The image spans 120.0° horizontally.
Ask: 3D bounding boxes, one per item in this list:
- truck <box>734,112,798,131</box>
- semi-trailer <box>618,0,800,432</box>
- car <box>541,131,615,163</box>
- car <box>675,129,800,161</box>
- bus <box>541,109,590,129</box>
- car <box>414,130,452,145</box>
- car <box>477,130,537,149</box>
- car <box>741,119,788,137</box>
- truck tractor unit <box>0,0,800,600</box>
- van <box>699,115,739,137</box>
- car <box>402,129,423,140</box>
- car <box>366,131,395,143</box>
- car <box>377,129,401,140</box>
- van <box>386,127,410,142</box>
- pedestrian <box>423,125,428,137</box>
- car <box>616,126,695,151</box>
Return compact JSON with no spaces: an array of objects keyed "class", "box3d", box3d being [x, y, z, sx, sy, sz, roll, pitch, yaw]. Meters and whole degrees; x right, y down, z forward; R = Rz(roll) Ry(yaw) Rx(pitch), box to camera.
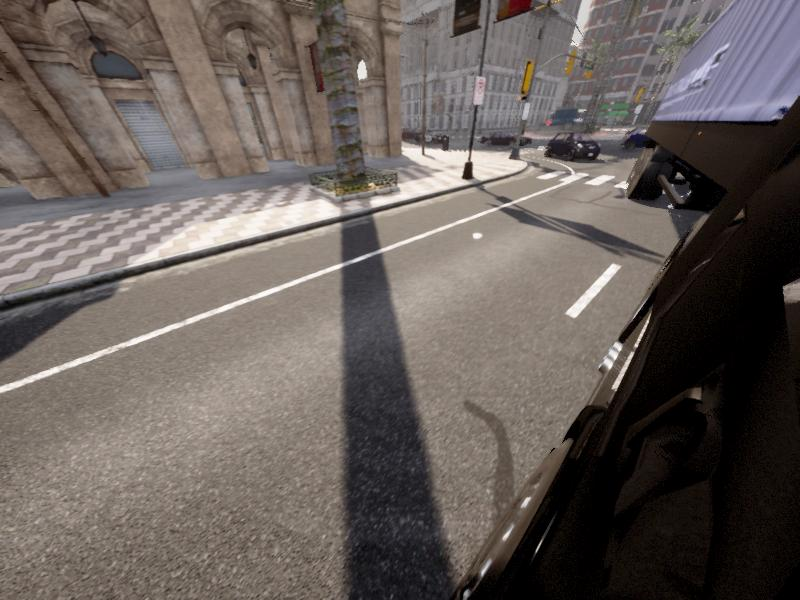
[{"class":"truck","box3d":[53.755,-26.385,34.205,2.390,2.098,6.274,16,41,22]},{"class":"semi-trailer","box3d":[7.768,-4.103,4.978,2.717,4.402,14.254,24,44,29]},{"class":"car","box3d":[11.414,-10.131,15.203,1.845,1.501,3.633,-3,37,-1]},{"class":"car","box3d":[20.412,-9.673,14.295,1.994,1.385,4.181,2,37,5]},{"class":"bus","box3d":[48.237,-53.053,68.000,3.944,4.253,10.273,-25,43,-27]},{"class":"car","box3d":[4.377,-22.023,31.298,2.038,1.542,4.974,-28,44,-30]},{"class":"car","box3d":[11.193,-17.199,24.688,2.033,1.411,5.357,-28,44,-30]},{"class":"car","box3d":[41.800,-19.838,26.627,4.792,1.488,2.163,-30,45,-32]},{"class":"truck tractor unit","box3d":[2.645,-0.295,0.351,6.516,4.208,3.053,-28,44,-30]},{"class":"van","box3d":[39.507,-21.636,28.657,4.480,2.038,2.069,-30,45,-32]},{"class":"car","box3d":[2.187,-30.159,42.159,1.789,1.549,3.705,-28,44,-30]},{"class":"car","box3d":[-3.308,-27.426,38.782,1.801,1.575,5.366,-28,44,-30]},{"class":"car","box3d":[-2.324,-33.317,46.539,1.801,1.575,5.366,-28,44,-30]},{"class":"van","box3d":[-0.364,-28.820,40.151,1.775,1.987,4.442,-28,44,-30]},{"class":"pedestrian","box3d":[5.362,-35.731,48.838,0.751,1.860,0.751,-23,42,-25]},{"class":"car","box3d":[20.165,-12.925,18.481,3.633,1.501,1.845,16,41,22]}]
